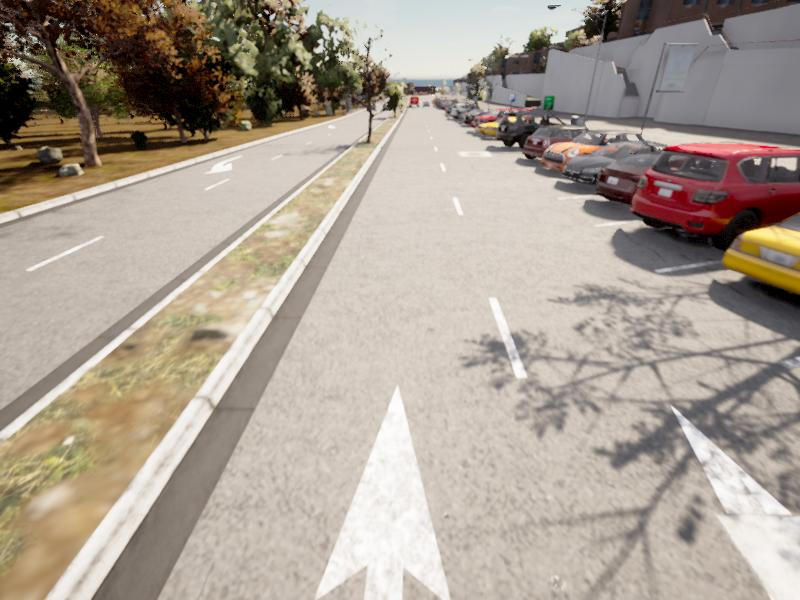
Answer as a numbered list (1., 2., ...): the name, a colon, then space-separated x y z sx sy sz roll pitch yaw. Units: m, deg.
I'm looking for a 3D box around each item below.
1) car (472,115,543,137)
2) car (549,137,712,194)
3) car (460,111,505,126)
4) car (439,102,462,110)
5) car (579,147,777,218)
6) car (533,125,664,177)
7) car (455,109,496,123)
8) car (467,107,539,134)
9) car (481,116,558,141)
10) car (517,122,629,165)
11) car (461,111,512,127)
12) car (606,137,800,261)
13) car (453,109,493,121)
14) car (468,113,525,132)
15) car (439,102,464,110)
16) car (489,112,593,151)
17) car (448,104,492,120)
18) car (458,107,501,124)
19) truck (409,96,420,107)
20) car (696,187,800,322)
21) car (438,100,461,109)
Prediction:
1. car: 8.979 -14.613 33.521 5.366 1.575 1.946 -8 28 -16
2. car: 8.453 -5.095 14.877 4.892 1.521 2.231 -8 29 -16
3. car: 9.665 -21.360 46.983 4.674 1.452 2.002 -8 28 -16
4. car: 11.281 -43.475 89.607 4.674 1.452 2.002 -8 29 -16
5. car: 8.370 -3.707 12.236 4.792 1.488 2.163 -8 28 -16
6. car: 8.581 -6.580 17.495 4.553 1.767 2.185 -8 29 -16
7. car: 9.867 -24.071 52.332 4.674 1.452 2.002 -8 29 -16
8. car: 9.235 -16.206 36.128 5.566 2.045 2.435 -8 28 -16
9. car: 9.229 -13.307 30.959 5.366 1.575 1.946 -8 28 -16
10. car: 8.619 -7.943 20.152 4.553 1.767 2.185 -8 28 -16
11. car: 9.554 -20.044 44.289 5.008 1.535 2.097 -8 28 -16
12. car: 8.271 -2.583 9.438 5.566 2.045 2.435 -8 28 -16
13. car: 9.993 -25.457 55.018 4.792 1.488 2.163 -8 28 -16
14. car: 9.331 -17.310 38.934 4.792 1.488 2.163 -8 28 -16
15. car: 11.158 -42.083 86.931 4.792 1.488 2.163 -8 29 -16
16. car: 8.879 -10.792 25.458 5.566 2.045 2.435 -8 28 -16
17. car: 10.097 -27.073 57.558 5.566 2.045 2.435 -8 28 -16
18. car: 9.796 -22.868 49.591 4.553 1.767 2.185 -8 28 -16
19. truck: 3.710 -50.798 102.434 2.627 2.467 5.204 1 28 2
20. car: 8.313 -1.009 6.927 5.366 1.575 1.946 -8 28 -16
21. car: 11.358 -45.003 92.161 4.553 1.767 2.185 -8 29 -16
